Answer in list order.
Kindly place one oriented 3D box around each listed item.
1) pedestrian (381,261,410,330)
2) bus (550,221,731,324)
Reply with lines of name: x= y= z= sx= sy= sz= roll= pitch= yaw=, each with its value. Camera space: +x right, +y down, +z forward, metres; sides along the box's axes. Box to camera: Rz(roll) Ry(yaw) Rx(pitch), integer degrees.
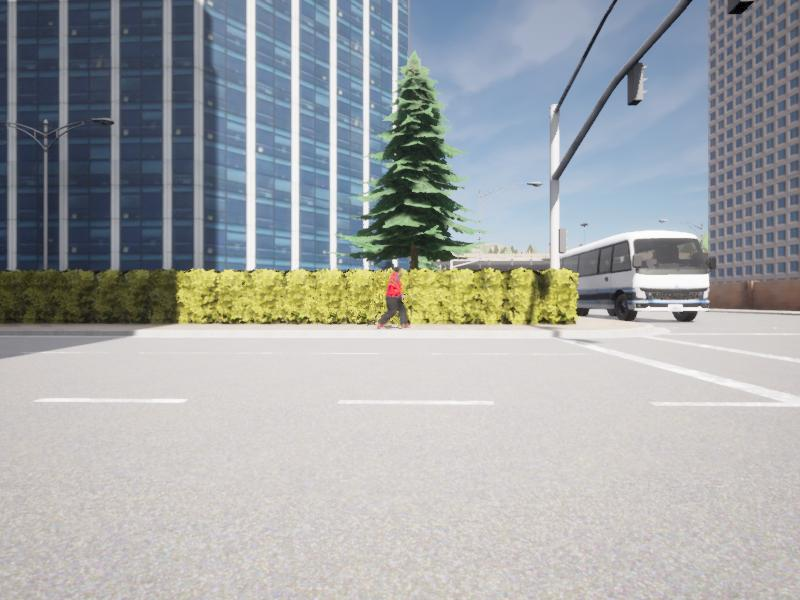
pedestrian: x=-0.106 y=-0.115 z=11.246 sx=0.751 sy=1.860 sz=0.751 roll=0 pitch=0 yaw=5
bus: x=11.937 y=-1.134 z=21.788 sx=3.944 sy=4.253 sz=10.273 roll=0 pitch=0 yaw=2
